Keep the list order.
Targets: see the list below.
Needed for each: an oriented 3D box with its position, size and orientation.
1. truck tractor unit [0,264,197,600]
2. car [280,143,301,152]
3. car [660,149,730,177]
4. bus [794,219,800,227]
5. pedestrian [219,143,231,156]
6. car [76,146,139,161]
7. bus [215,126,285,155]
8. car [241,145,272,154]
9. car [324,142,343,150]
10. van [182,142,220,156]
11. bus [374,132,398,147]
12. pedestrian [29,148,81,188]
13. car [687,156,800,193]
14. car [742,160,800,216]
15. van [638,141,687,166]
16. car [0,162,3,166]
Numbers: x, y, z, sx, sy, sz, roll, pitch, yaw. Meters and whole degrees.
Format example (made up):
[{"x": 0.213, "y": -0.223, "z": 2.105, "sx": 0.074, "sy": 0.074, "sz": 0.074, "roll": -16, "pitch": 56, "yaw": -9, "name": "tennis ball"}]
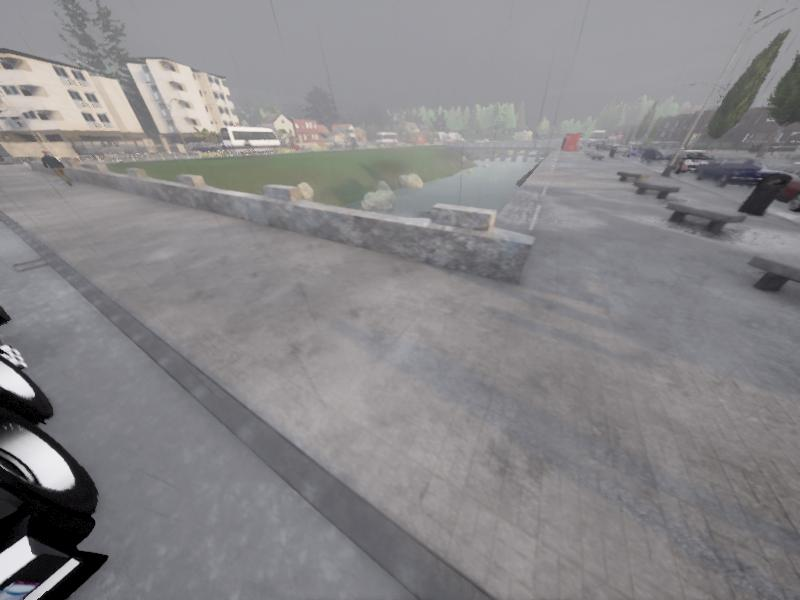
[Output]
[{"x": -5.115, "y": -0.297, "z": 0.778, "sx": 6.516, "sy": 4.208, "sz": 3.053, "roll": 18, "pitch": 39, "yaw": 24, "name": "truck tractor unit"}, {"x": -26.599, "y": -37.077, "z": 56.187, "sx": 1.851, "sy": 1.617, "sz": 3.988, "roll": 18, "pitch": 39, "yaw": 24, "name": "car"}, {"x": 22.294, "y": -10.581, "z": 17.703, "sx": 1.970, "sy": 1.475, "sz": 3.806, "roll": 18, "pitch": 39, "yaw": 24, "name": "car"}, {"x": 11.722, "y": -1.020, "z": 1.638, "sx": 3.944, "sy": 4.253, "sz": 10.273, "roll": 17, "pitch": 39, "yaw": 24, "name": "bus"}, {"x": -28.718, "y": -24.657, "z": 37.848, "sx": 0.751, "sy": 1.860, "sz": 0.751, "roll": 18, "pitch": 39, "yaw": 24, "name": "pedestrian"}, {"x": -42.426, "y": -21.424, "z": 33.748, "sx": 1.930, "sy": 1.638, "sz": 5.238, "roll": 18, "pitch": 39, "yaw": 24, "name": "car"}, {"x": -29.035, "y": -31.358, "z": 45.609, "sx": 3.944, "sy": 4.253, "sz": 10.273, "roll": 18, "pitch": 39, "yaw": 24, "name": "bus"}, {"x": -30.961, "y": -32.693, "z": 50.049, "sx": 2.033, "sy": 1.411, "sz": 5.357, "roll": 18, "pitch": 39, "yaw": 24, "name": "car"}, {"x": -19.072, "y": -44.585, "z": 66.806, "sx": 1.930, "sy": 1.638, "sz": 5.238, "roll": 18, "pitch": 39, "yaw": 24, "name": "car"}, {"x": -36.315, "y": -27.625, "z": 42.301, "sx": 1.775, "sy": 1.987, "sz": 4.442, "roll": 18, "pitch": 39, "yaw": 24, "name": "van"}, {"x": -5.017, "y": -59.470, "z": 85.766, "sx": 3.944, "sy": 4.253, "sz": 10.273, "roll": 18, "pitch": 39, "yaw": 24, "name": "bus"}, {"x": -19.451, "y": -7.481, "z": 13.082, "sx": 0.751, "sy": 1.860, "sz": 0.751, "roll": 18, "pitch": 39, "yaw": 24, "name": "pedestrian"}, {"x": 19.070, "y": -7.302, "z": 13.182, "sx": 1.895, "sy": 1.301, "sz": 4.718, "roll": 18, "pitch": 39, "yaw": 24, "name": "car"}, {"x": 15.878, "y": -4.217, "z": 8.620, "sx": 1.970, "sy": 1.475, "sz": 3.806, "roll": 18, "pitch": 39, "yaw": 24, "name": "car"}, {"x": 26.551, "y": -15.014, "z": 23.587, "sx": 1.775, "sy": 1.987, "sz": 4.442, "roll": 18, "pitch": 39, "yaw": 24, "name": "van"}, {"x": -48.146, "y": -15.152, "z": 24.436, "sx": 2.150, "sy": 2.045, "sz": 5.566, "roll": 9, "pitch": 36, "yaw": 14, "name": "car"}]
